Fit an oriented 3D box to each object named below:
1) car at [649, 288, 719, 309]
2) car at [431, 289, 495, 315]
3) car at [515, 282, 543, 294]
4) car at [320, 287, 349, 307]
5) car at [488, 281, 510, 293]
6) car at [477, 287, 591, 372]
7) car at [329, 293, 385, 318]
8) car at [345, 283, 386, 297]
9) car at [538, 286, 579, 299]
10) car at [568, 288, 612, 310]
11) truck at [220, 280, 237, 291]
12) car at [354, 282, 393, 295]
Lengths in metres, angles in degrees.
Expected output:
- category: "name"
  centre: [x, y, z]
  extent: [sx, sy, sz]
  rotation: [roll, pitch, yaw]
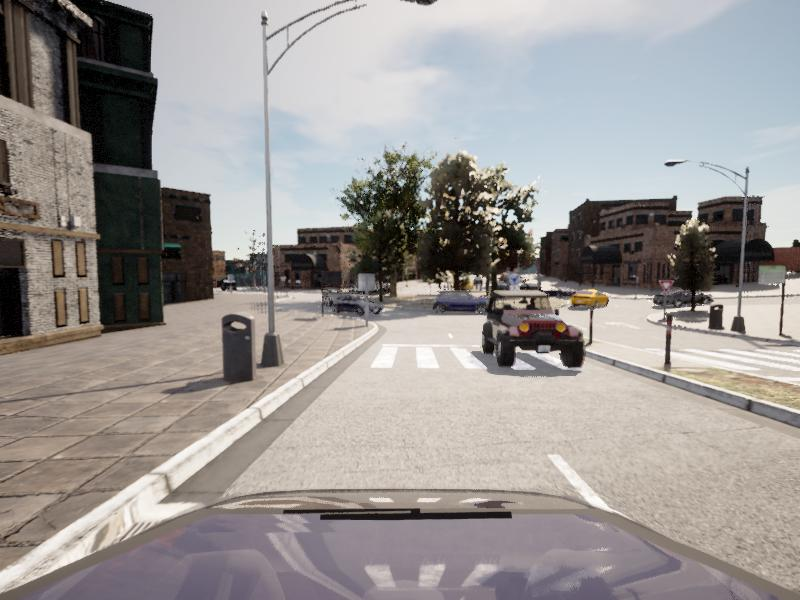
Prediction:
- category: "car"
  centre: [24.726, -0.187, 34.886]
  extent: [4.902, 1.511, 2.128]
  rotation: [-3, 3, -9]
- category: "car"
  centre: [4.729, 0.090, 30.128]
  extent: [4.553, 1.767, 2.097]
  rotation: [1, 4, 9]
- category: "car"
  centre: [18.670, -1.744, 58.298]
  extent: [1.882, 1.535, 5.008]
  rotation: [-1, 4, -7]
- category: "car"
  centre: [-6.152, -0.310, 37.444]
  extent: [1.851, 1.617, 3.988]
  rotation: [-2, 4, -21]
- category: "car"
  centre: [15.409, -2.034, 62.391]
  extent: [1.837, 1.490, 4.892]
  rotation: [-1, 5, -4]
- category: "car"
  centre: [3.340, 0.663, 10.804]
  extent: [1.905, 1.878, 3.866]
  rotation: [0, 0, 2]
- category: "car"
  centre: [-3.169, 0.318, 29.243]
  extent: [4.193, 1.474, 1.816]
  rotation: [4, 6, 44]
- category: "car"
  centre: [-4.394, -1.298, 51.557]
  extent: [5.238, 1.638, 1.930]
  rotation: [-4, 5, -44]
- category: "car"
  centre: [18.883, -0.892, 47.866]
  extent: [1.895, 1.301, 4.718]
  rotation: [-1, 4, -19]
- category: "car"
  centre: [16.811, -0.147, 35.293]
  extent: [1.882, 1.535, 5.008]
  rotation: [4, 6, 45]
- category: "truck"
  centre: [-32.154, -2.752, 75.003]
  extent: [2.390, 2.098, 6.274]
  rotation: [-2, 3, -27]
- category: "car"
  centre: [-3.740, -1.641, 56.527]
  extent: [5.238, 1.638, 1.930]
  rotation: [-2, 4, -25]
